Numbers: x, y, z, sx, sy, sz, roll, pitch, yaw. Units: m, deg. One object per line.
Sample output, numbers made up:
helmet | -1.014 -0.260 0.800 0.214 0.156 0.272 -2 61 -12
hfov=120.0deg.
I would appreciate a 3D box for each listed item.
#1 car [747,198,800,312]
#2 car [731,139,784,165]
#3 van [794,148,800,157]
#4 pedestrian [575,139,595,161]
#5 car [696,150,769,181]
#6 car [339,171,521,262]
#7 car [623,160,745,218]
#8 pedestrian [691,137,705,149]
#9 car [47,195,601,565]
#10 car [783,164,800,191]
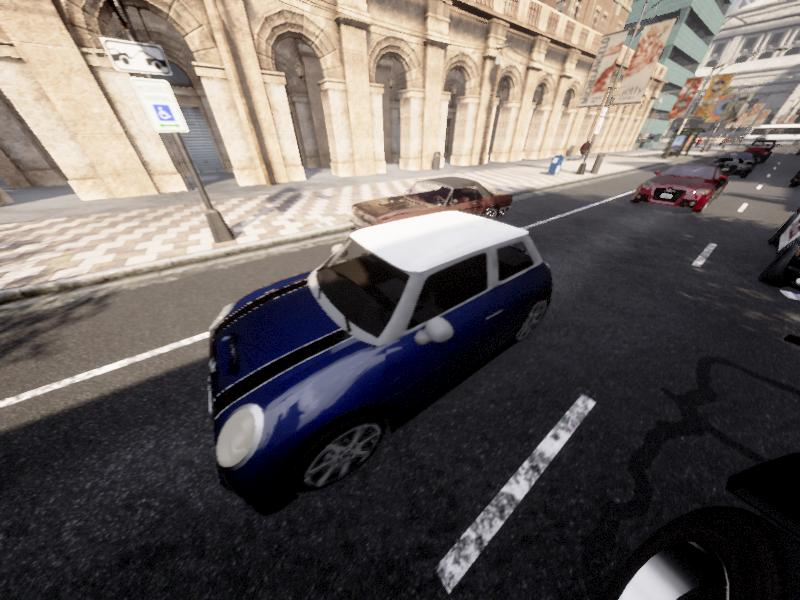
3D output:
car | 8.541 -1.055 4.007 4.974 1.542 2.038 -23 41 -28
car | 34.584 -14.384 22.372 3.866 1.878 1.905 -22 41 -28
van | 53.295 -19.883 29.452 5.915 2.561 1.988 -22 41 -28
pedestrian | 18.608 -15.134 23.290 0.751 1.860 0.751 -25 42 -31
car | 22.054 -9.017 15.320 4.181 1.385 1.994 -22 41 -28
car | 0.991 -2.621 6.483 4.718 1.301 1.895 -22 41 -28
car | 11.037 -4.485 8.988 4.181 1.385 1.994 -22 41 -28
pedestrian | 56.297 -29.689 43.614 0.751 1.860 0.751 -18 39 -23
car | 0.005 0.004 2.620 3.806 1.475 1.970 -22 41 -28
car | 22.119 -6.585 11.851 5.357 1.411 2.033 -22 41 -28
